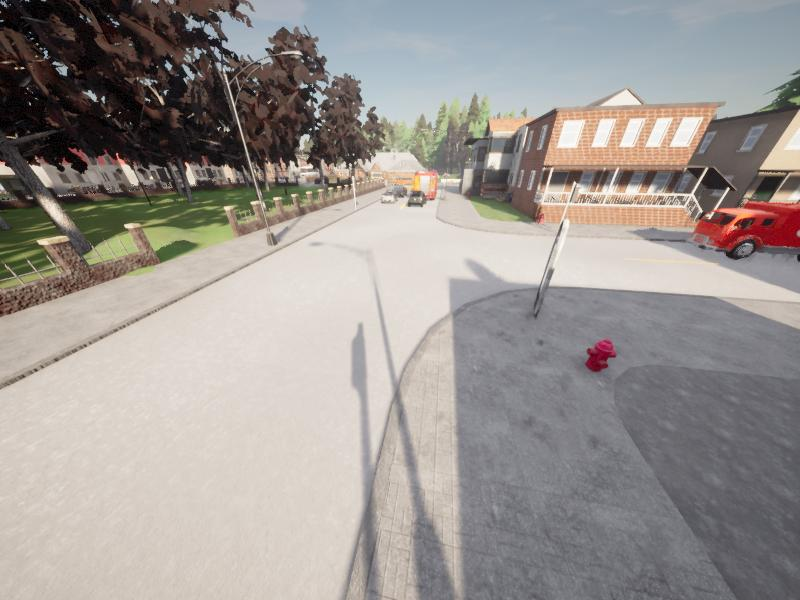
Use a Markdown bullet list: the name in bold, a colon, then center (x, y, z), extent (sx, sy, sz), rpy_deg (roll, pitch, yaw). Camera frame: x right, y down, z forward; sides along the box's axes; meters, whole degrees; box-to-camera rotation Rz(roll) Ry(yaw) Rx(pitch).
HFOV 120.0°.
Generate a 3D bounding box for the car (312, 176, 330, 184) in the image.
- **car**: center (-20.713, -31.644, 60.888), extent (3.866, 1.878, 1.905), rpy_deg (5, 30, 9)

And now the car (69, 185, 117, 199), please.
- **car**: center (-46.022, -16.363, 34.793), extent (1.789, 1.549, 3.705), rpy_deg (5, 30, 9)

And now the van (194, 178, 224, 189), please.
- **van**: center (-42.592, -26.123, 51.657), extent (2.069, 2.038, 4.480), rpy_deg (5, 30, 9)

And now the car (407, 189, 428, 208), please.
- **car**: center (2.108, -12.004, 27.190), extent (1.851, 1.617, 3.988), rpy_deg (7, 31, 12)

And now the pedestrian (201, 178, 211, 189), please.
- **pedestrian**: center (-38.807, -23.284, 46.220), extent (0.751, 1.860, 0.751), rpy_deg (5, 30, 8)

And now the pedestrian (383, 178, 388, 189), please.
- **pedestrian**: center (-2.898, -23.861, 47.219), extent (0.751, 1.860, 0.751), rpy_deg (5, 30, 9)

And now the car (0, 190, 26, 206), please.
- **car**: center (-47.714, -11.552, 26.488), extent (2.007, 1.525, 4.514), rpy_deg (5, 30, 9)

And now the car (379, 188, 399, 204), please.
- **car**: center (-1.281, -13.276, 29.471), extent (1.845, 1.501, 3.633), rpy_deg (4, 30, 7)

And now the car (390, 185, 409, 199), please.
- **car**: center (-0.005, -16.512, 35.211), extent (2.033, 1.411, 5.357), rpy_deg (5, 30, 8)

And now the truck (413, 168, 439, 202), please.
- **truck**: center (3.886, -16.816, 33.308), extent (2.891, 3.827, 8.468), rpy_deg (5, 30, 9)

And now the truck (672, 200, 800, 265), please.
- **truck**: center (18.389, -3.423, 11.465), extent (5.204, 2.467, 2.627), rpy_deg (6, 31, 11)

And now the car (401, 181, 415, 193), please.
- **car**: center (1.552, -20.612, 42.126), extent (1.801, 1.575, 5.366), rpy_deg (5, 30, 9)

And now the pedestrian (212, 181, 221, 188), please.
- **pedestrian**: center (-38.396, -24.157, 48.291), extent (0.751, 1.300, 0.751), rpy_deg (5, 30, 9)

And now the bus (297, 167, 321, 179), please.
- **bus**: center (-37.411, -52.898, 95.808), extent (3.944, 4.253, 10.273), rpy_deg (5, 30, 9)

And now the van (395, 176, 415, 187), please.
- **van**: center (1.258, -27.842, 54.244), extent (4.442, 1.987, 1.775), rpy_deg (5, 30, 9)

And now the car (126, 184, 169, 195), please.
- **car**: center (-44.753, -19.756, 41.160), extent (1.837, 1.490, 4.892), rpy_deg (5, 30, 9)
